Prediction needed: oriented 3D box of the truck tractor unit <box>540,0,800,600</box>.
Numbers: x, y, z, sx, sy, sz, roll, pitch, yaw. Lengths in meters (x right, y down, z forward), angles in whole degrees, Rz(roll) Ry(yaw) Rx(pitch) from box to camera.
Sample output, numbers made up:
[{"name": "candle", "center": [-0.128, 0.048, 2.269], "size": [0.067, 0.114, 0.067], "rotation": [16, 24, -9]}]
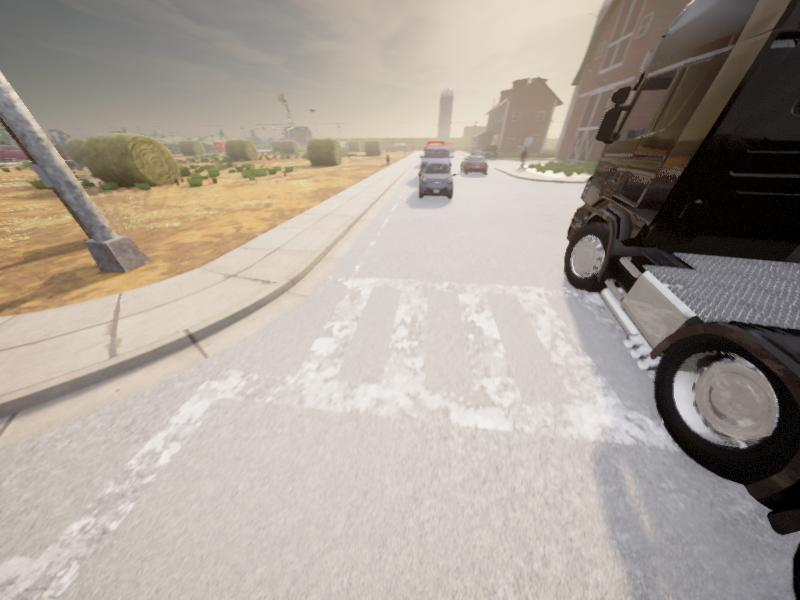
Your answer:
[{"name": "truck tractor unit", "center": [3.974, -0.805, 1.518], "size": [3.053, 4.208, 6.516], "rotation": [9, 36, 13]}]

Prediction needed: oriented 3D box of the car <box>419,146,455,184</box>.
[{"name": "car", "center": [2.708, -10.258, 17.316], "size": [2.150, 2.045, 5.566], "rotation": [4, 34, 6]}]

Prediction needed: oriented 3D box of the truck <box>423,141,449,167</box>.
[{"name": "truck", "center": [4.281, -17.785, 27.977], "size": [2.627, 2.467, 5.204], "rotation": [4, 34, 6]}]

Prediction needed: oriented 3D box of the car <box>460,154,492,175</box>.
[{"name": "car", "center": [6.753, -12.415, 21.077], "size": [1.994, 1.385, 4.181], "rotation": [4, 35, 6]}]

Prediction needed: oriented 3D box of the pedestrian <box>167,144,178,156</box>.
[{"name": "pedestrian", "center": [-42.741, -28.089, 43.351], "size": [0.751, 1.860, 0.751], "rotation": [-19, 39, -26]}]

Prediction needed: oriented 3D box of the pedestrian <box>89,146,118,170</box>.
[{"name": "pedestrian", "center": [-28.086, -13.465, 21.893], "size": [0.751, 1.860, 0.751], "rotation": [12, 36, 17]}]

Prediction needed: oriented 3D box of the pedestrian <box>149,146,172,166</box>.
[{"name": "pedestrian", "center": [-26.486, -15.986, 25.589], "size": [0.751, 1.860, 0.751], "rotation": [-1, 34, -2]}]

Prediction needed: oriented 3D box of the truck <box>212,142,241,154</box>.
[{"name": "truck", "center": [-45.029, -39.631, 60.054], "size": [2.627, 2.467, 5.204], "rotation": [6, 35, 9]}]

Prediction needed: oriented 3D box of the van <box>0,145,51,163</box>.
[{"name": "van", "center": [-54.791, -20.992, 33.156], "size": [1.775, 1.987, 4.442], "rotation": [6, 35, 9]}]

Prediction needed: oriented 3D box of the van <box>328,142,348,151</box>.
[{"name": "van", "center": [-21.836, -54.355, 81.592], "size": [5.915, 2.561, 1.988], "rotation": [5, 35, 7]}]

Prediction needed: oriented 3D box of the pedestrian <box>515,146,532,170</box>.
[{"name": "pedestrian", "center": [11.471, -13.251, 21.550], "size": [0.751, 1.860, 0.751], "rotation": [2, 34, 3]}]

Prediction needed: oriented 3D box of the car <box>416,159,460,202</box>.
[{"name": "car", "center": [1.883, -6.258, 11.901], "size": [1.845, 1.501, 3.633], "rotation": [4, 34, 6]}]

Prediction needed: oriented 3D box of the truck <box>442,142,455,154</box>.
[{"name": "truck", "center": [12.298, -38.674, 58.633], "size": [2.627, 2.467, 5.204], "rotation": [4, 35, 6]}]

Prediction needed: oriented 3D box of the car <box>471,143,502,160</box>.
[{"name": "car", "center": [13.024, -22.432, 35.021], "size": [1.905, 1.878, 3.866], "rotation": [-27, 40, -25]}]

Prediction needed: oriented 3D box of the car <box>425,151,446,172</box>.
[{"name": "car", "center": [3.499, -13.764, 22.895], "size": [1.789, 1.549, 3.705], "rotation": [4, 34, 6]}]
